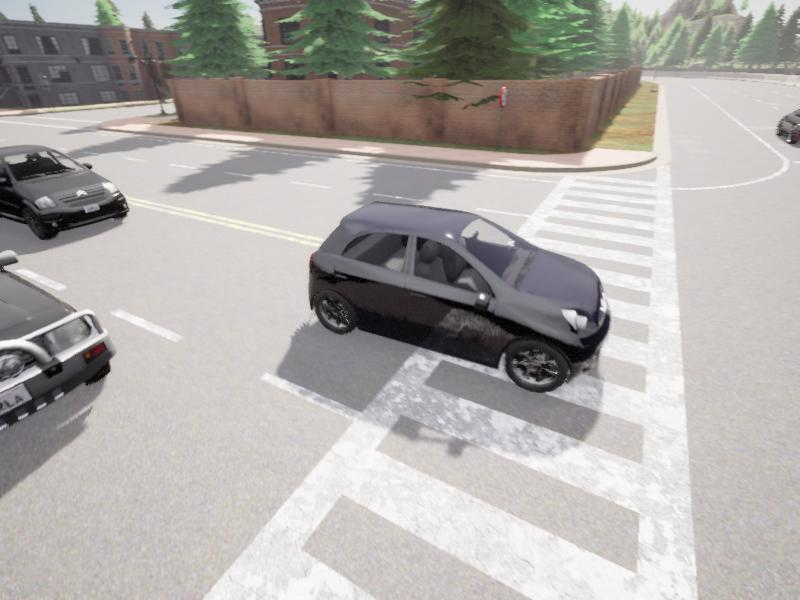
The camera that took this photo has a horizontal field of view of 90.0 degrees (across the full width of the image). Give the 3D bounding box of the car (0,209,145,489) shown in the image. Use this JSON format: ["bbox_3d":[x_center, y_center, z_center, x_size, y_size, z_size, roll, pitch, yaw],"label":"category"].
[{"bbox_3d":[-5.264,0.086,4.177,4.605,1.855,1.932,17,35,25],"label":"car"}]

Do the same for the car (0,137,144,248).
[{"bbox_3d":[-8.248,-2.620,9.182,3.988,1.617,1.851,15,34,25],"label":"car"}]

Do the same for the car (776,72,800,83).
[{"bbox_3d":[62.685,-35.723,64.134,1.970,1.475,3.806,9,32,16],"label":"car"}]

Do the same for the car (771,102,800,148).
[{"bbox_3d":[17.782,-7.480,17.026,1.994,1.385,4.181,15,34,25],"label":"car"}]

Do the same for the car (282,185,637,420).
[{"bbox_3d":[0.687,-0.278,4.993,3.633,1.501,1.845,13,33,23],"label":"car"}]

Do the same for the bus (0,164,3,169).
[{"bbox_3d":[-20.228,-7.053,14.489,10.273,4.253,3.944,15,34,25],"label":"bus"}]
